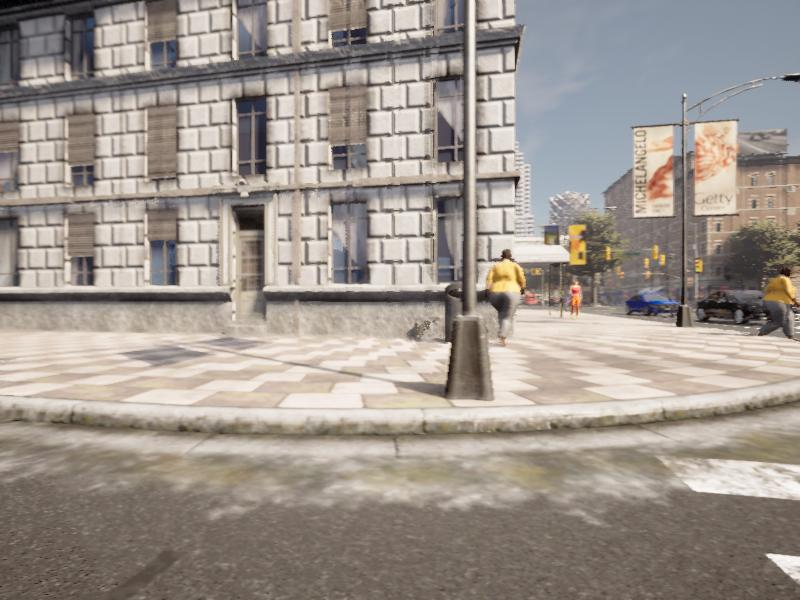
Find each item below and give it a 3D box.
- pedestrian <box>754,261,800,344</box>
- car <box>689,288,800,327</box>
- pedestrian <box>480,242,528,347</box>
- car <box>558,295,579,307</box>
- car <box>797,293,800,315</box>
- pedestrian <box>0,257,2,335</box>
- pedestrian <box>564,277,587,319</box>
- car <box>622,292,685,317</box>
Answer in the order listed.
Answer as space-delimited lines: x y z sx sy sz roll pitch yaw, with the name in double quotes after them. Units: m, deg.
8.924 0.059 9.355 0.751 1.860 0.751 0 0 21 "pedestrian"
15.346 0.293 18.028 1.837 1.490 4.892 0 0 11 "car"
1.986 -0.093 7.610 0.751 1.860 0.751 0 0 27 "pedestrian"
28.483 0.141 67.788 2.150 2.045 5.566 0 0 11 "car"
28.544 0.298 25.798 2.007 1.525 4.514 0 0 11 "car"
-9.992 -0.091 9.303 0.751 1.860 0.751 0 0 10 "pedestrian"
7.953 -0.067 18.165 0.751 1.860 0.751 0 0 8 "pedestrian"
17.146 0.294 27.375 1.882 1.535 5.008 0 0 11 "car"
